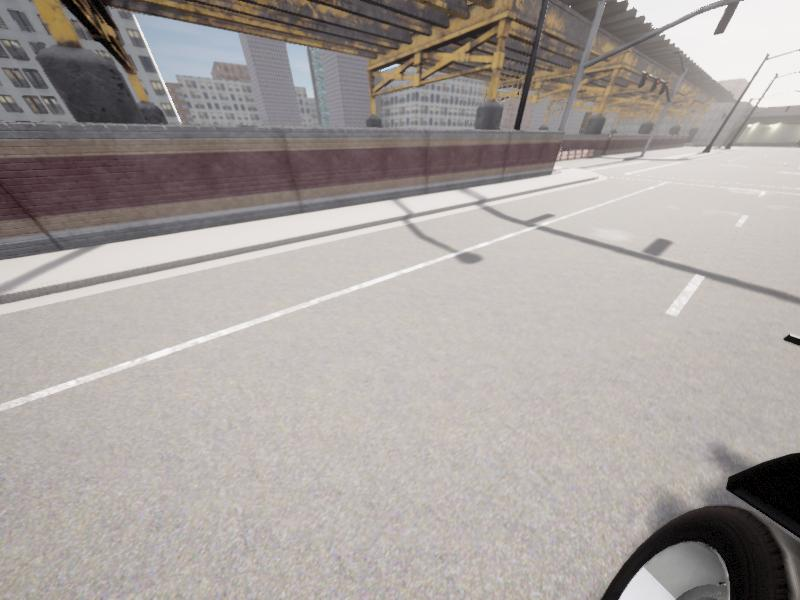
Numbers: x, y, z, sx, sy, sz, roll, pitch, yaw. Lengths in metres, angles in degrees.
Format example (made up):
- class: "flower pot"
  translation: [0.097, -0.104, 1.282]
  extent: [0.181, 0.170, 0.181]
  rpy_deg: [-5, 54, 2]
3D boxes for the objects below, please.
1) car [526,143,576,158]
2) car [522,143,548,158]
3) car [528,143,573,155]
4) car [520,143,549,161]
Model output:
- class: "car"
  translation: [19.720, -19.708, 30.355]
  extent: [4.974, 1.542, 2.038]
  rpy_deg: [-4, 35, -5]
- class: "car"
  translation: [15.786, -17.710, 27.274]
  extent: [1.853, 1.218, 4.536]
  rpy_deg: [11, 37, 15]
- class: "car"
  translation: [19.668, -19.833, 30.259]
  extent: [4.536, 1.218, 1.853]
  rpy_deg: [-4, 35, -5]
- class: "car"
  translation: [15.770, -17.553, 27.324]
  extent: [2.038, 1.542, 4.974]
  rpy_deg: [11, 37, 15]
